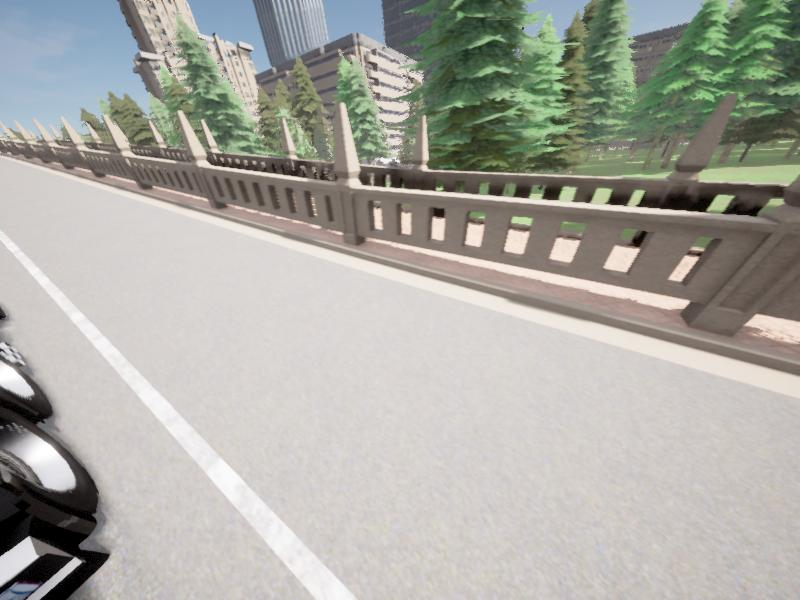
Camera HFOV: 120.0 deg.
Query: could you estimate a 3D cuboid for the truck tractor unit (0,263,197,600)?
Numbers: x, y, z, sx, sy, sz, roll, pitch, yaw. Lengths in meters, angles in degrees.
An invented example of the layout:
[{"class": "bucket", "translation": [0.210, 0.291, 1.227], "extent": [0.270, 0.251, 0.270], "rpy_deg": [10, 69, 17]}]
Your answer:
[{"class": "truck tractor unit", "translation": [-5.098, -0.319, 0.751], "extent": [6.516, 4.208, 3.053], "rpy_deg": [19, 40, 24]}]
